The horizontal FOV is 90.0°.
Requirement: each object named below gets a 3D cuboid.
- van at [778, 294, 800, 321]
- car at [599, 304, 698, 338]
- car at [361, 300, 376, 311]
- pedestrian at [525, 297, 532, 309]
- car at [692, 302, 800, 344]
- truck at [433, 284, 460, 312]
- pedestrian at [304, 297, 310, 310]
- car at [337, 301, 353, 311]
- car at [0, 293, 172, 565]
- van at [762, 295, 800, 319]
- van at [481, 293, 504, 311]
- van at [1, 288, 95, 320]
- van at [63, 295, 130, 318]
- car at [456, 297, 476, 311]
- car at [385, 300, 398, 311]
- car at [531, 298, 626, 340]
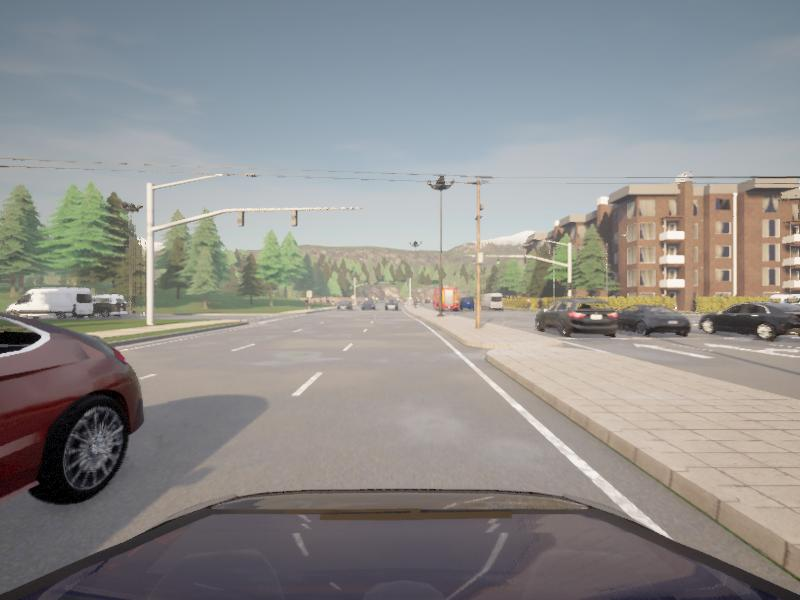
[{"bbox_3d":[32.965,0.578,31.478,4.480,2.038,2.069,0,0,1],"label":"van"},{"bbox_3d":[11.451,0.911,18.846,1.994,1.385,4.181,0,0,-1],"label":"car"},{"bbox_3d":[-4.787,0.835,61.082,2.038,1.542,4.974,0,0,-1],"label":"car"},{"bbox_3d":[20.269,0.494,63.007,0.751,1.860,0.751,0,0,-3],"label":"pedestrian"},{"bbox_3d":[14.998,0.847,16.844,1.837,1.490,4.892,0,0,0],"label":"car"},{"bbox_3d":[6.766,-0.312,59.682,2.891,3.827,8.468,0,0,-1],"label":"truck"},{"bbox_3d":[-13.239,0.482,56.955,0.751,1.860,0.751,0,0,-10],"label":"pedestrian"},{"bbox_3d":[-8.252,0.879,60.216,1.812,1.442,4.674,0,0,-1],"label":"car"},{"bbox_3d":[-3.497,0.781,1.730,2.152,1.651,5.027,0,0,0],"label":"car"},{"bbox_3d":[34.817,0.579,34.953,4.480,2.038,2.069,0,0,1],"label":"van"},{"bbox_3d":[13.761,0.331,59.999,1.988,2.561,5.915,0,0,-1],"label":"van"},{"bbox_3d":[-28.495,0.327,32.535,5.915,2.561,1.988,0,0,1],"label":"van"},{"bbox_3d":[-27.210,0.579,36.017,4.480,2.038,2.069,0,0,1],"label":"van"},{"bbox_3d":[10.236,0.580,62.466,2.150,2.045,5.566,0,0,0],"label":"car"},{"bbox_3d":[-1.255,0.787,60.704,2.033,1.649,4.856,0,0,0],"label":"car"},{"bbox_3d":[7.947,0.759,18.406,2.242,1.667,4.611,0,0,-1],"label":"car"}]
